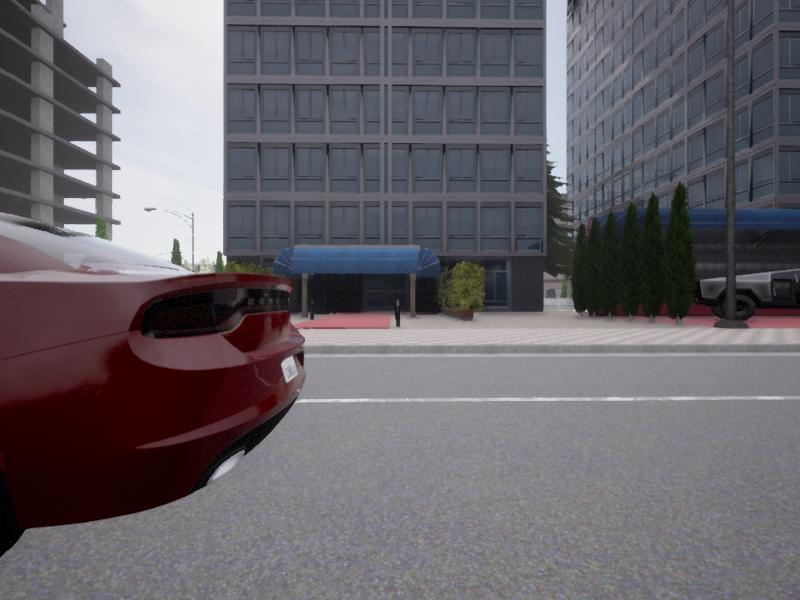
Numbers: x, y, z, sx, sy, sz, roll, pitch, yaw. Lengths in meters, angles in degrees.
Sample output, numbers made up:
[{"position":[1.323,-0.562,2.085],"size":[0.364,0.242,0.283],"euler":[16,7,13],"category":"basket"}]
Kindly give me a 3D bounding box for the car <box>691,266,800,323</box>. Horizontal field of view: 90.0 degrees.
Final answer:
[{"position":[15.472,-0.198,15.717],"size":[6.274,2.098,2.390],"euler":[0,0,29],"category":"car"}]

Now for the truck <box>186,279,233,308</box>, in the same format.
[{"position":[-26.974,-0.921,57.117],"size":[2.891,3.827,8.468],"euler":[0,0,-2],"category":"truck"}]

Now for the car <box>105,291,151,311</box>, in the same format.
[{"position":[-26.606,0.048,39.333],"size":[1.905,1.878,3.866],"euler":[0,0,-1],"category":"car"}]

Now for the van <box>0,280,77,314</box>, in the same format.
[{"position":[-29.982,-0.222,32.492],"size":[2.351,2.431,6.366],"euler":[0,0,-1],"category":"van"}]

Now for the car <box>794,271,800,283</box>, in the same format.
[{"position":[16.540,-0.940,16.112],"size":[0.945,0.468,0.156],"euler":[0,0,29],"category":"car"}]

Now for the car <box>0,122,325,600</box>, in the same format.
[{"position":[-3.069,0.223,2.122],"size":[5.008,1.535,1.882],"euler":[0,0,-1],"category":"car"}]

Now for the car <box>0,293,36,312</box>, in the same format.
[{"position":[-33.494,0.201,33.161],"size":[1.801,1.575,5.366],"euler":[0,0,-1],"category":"car"}]
